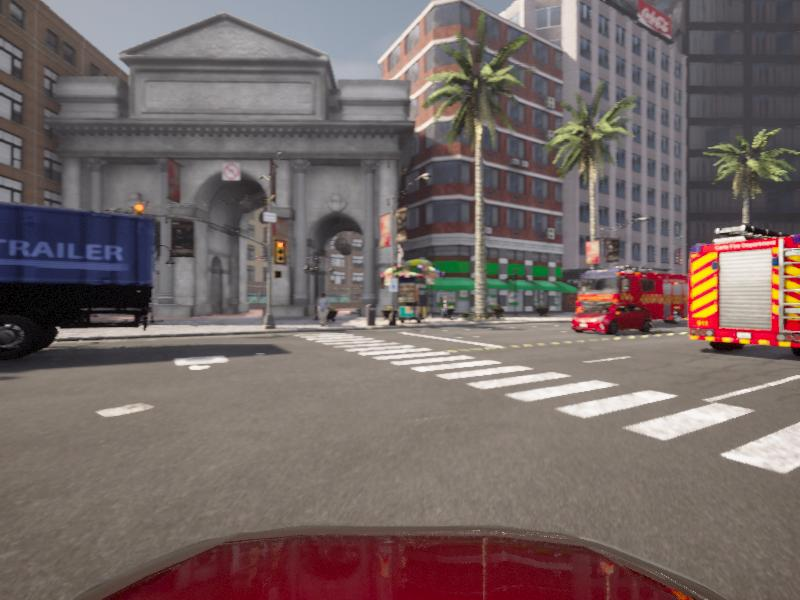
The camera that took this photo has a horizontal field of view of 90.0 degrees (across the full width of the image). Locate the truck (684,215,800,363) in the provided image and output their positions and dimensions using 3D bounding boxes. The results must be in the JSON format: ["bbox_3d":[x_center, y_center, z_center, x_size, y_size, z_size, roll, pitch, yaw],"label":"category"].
[{"bbox_3d":[13.358,-0.270,13.467,8.468,3.827,2.891,0,0,-30],"label":"truck"}]

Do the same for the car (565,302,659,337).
[{"bbox_3d":[10.494,0.883,19.767,4.514,1.525,2.007,0,0,-30],"label":"car"}]

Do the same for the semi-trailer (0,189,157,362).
[{"bbox_3d":[-14.127,-0.634,9.482,14.254,4.402,2.717,0,0,-30],"label":"semi-trailer"}]

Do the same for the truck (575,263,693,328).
[{"bbox_3d":[15.796,-0.243,26.853,8.468,3.827,2.891,0,0,-29],"label":"truck"}]

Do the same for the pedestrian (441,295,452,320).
[{"bbox_3d":[3.497,0.541,30.161,0.751,1.860,0.751,0,0,-4],"label":"pedestrian"}]

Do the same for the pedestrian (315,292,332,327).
[{"bbox_3d":[-4.109,0.510,21.505,0.751,1.860,0.751,0,0,2],"label":"pedestrian"}]
